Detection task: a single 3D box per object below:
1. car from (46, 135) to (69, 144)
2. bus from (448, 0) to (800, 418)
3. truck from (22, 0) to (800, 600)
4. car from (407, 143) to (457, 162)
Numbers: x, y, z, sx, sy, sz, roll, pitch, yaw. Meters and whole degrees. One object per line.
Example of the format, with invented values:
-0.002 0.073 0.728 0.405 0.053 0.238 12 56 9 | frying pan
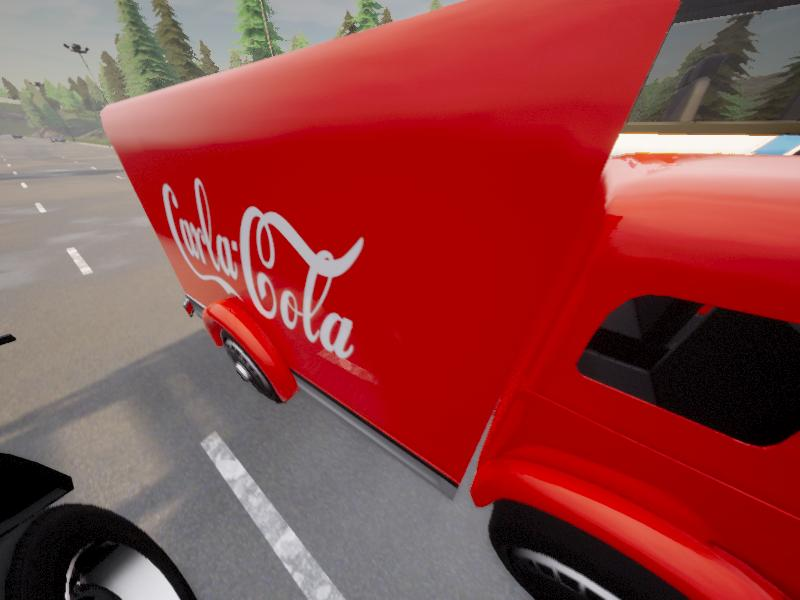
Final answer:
-78.681 -36.913 53.045 4.902 1.511 2.128 22 41 27 | car
6.216 -1.033 1.773 10.273 4.253 3.944 22 41 27 | bus
0.266 -0.178 2.004 5.204 2.467 2.627 22 41 27 | truck
3.499 -16.436 25.641 5.027 1.651 2.152 -13 38 -19 | car
